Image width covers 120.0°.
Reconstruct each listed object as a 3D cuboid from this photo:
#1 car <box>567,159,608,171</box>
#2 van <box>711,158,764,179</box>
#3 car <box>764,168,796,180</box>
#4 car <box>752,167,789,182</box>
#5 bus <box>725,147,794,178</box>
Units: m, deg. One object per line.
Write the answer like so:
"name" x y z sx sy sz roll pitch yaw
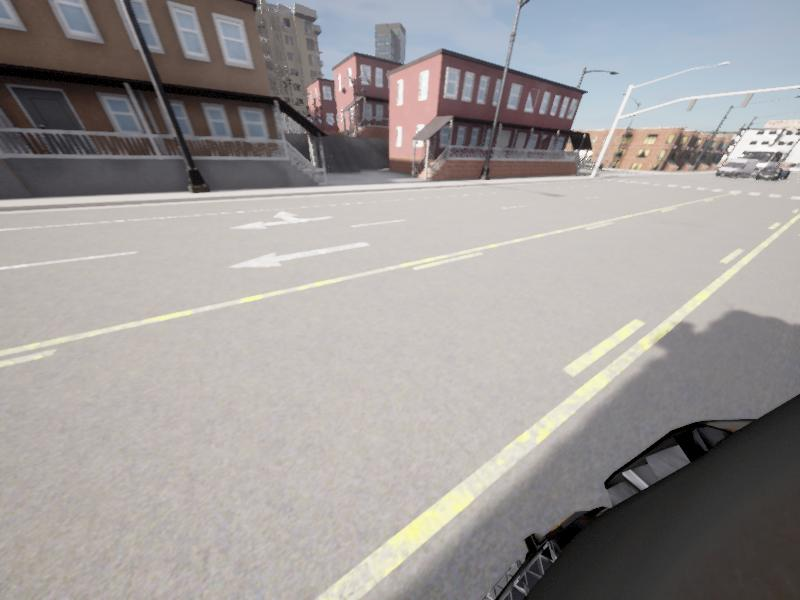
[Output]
"car" 34.077 -24.688 42.169 1.930 1.638 5.238 -16 37 -26
"van" 51.862 -20.268 35.545 5.915 2.561 1.988 -10 36 -17
"car" 59.743 -19.850 36.341 4.193 1.474 1.816 -16 37 -26
"car" 51.921 -17.612 32.381 3.988 1.617 1.851 -16 37 -26
"bus" 62.767 -24.022 40.353 10.273 4.253 3.944 -16 37 -26
